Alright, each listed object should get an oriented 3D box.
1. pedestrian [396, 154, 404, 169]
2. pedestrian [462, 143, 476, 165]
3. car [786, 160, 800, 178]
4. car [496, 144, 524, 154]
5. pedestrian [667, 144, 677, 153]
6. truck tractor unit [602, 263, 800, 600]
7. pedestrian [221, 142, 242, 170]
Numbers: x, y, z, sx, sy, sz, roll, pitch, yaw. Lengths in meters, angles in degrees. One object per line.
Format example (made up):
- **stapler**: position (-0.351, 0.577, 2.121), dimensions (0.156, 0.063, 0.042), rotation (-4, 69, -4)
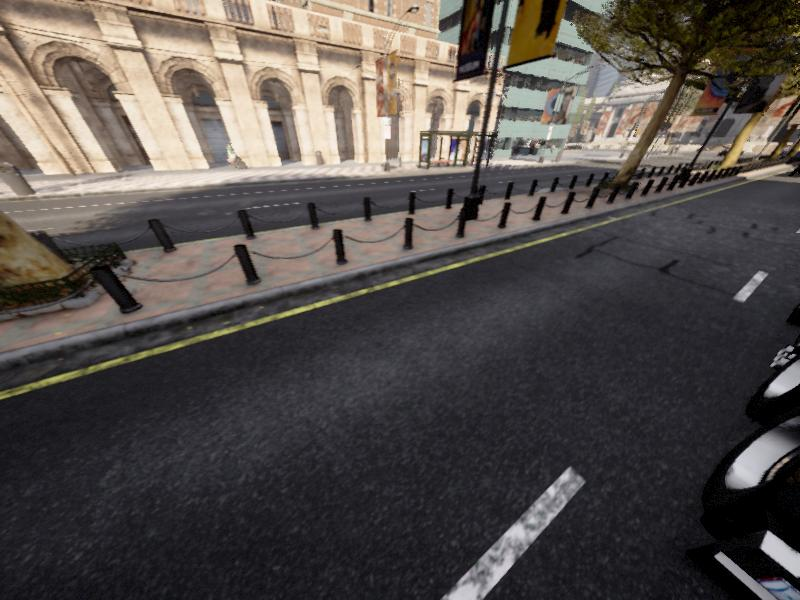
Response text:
- **pedestrian**: position (0.026, -12.242, 20.367), dimensions (0.500, 1.100, 0.500), rotation (-21, 40, -28)
- **pedestrian**: position (6.987, -14.897, 23.597), dimensions (0.751, 1.860, 0.751), rotation (-18, 39, -24)
- **car**: position (34.306, -11.018, 18.809), dimensions (5.238, 1.638, 1.930), rotation (-18, 39, -24)
- **car**: position (21.859, -30.052, 45.975), dimensions (4.902, 1.511, 2.128), rotation (-18, 39, -25)
- **pedestrian**: position (66.405, -37.016, 56.337), dimensions (0.751, 1.860, 0.751), rotation (-25, 42, -32)
- **truck tractor unit**: position (5.117, -0.292, 0.790), dimensions (6.516, 4.208, 3.053), rotation (-18, 39, -24)
- **pedestrian**: position (-13.472, -11.535, 18.540), dimensions (0.751, 1.860, 0.751), rotation (-18, 39, -25)
